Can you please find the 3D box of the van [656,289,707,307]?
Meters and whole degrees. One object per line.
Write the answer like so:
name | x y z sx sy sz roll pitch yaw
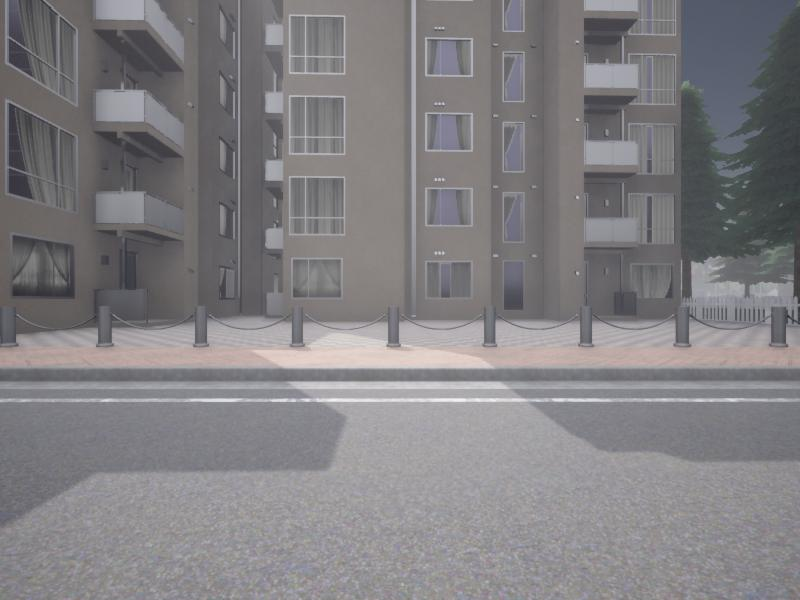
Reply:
van | 40.253 -0.277 57.331 5.915 2.561 1.988 0 0 -1
